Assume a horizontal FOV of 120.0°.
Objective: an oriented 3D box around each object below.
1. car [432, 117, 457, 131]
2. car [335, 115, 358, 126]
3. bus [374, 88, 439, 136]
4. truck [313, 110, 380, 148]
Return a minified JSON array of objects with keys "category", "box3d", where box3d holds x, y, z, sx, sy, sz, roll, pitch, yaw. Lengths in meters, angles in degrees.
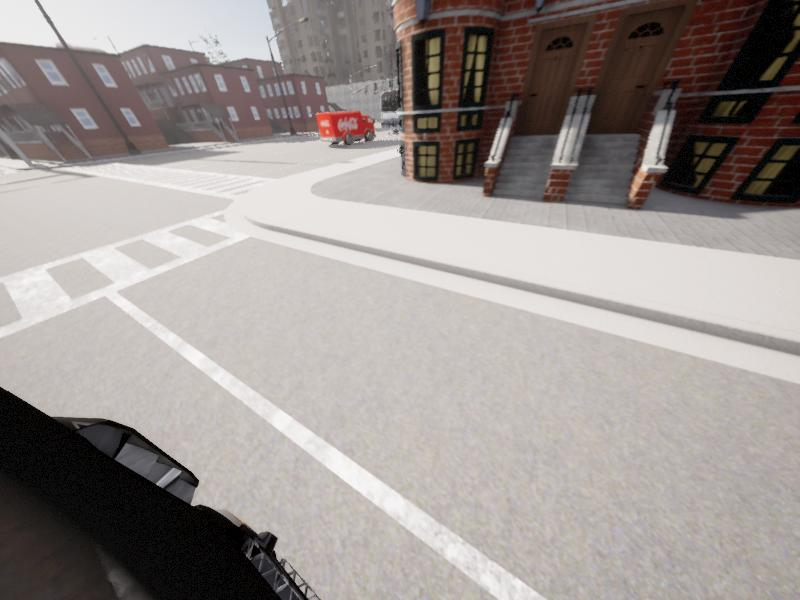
[{"category":"car","box3d":[6.479,-25.319,33.132,1.895,1.301,4.718,17,43,24]},{"category":"car","box3d":[-12.701,-42.524,54.732,5.238,1.638,1.930,22,45,20]},{"category":"bus","box3d":[1.311,-25.220,31.061,3.944,4.253,10.273,18,43,24]},{"category":"truck","box3d":[-4.756,-16.036,21.587,2.627,2.467,5.204,27,48,32]}]
